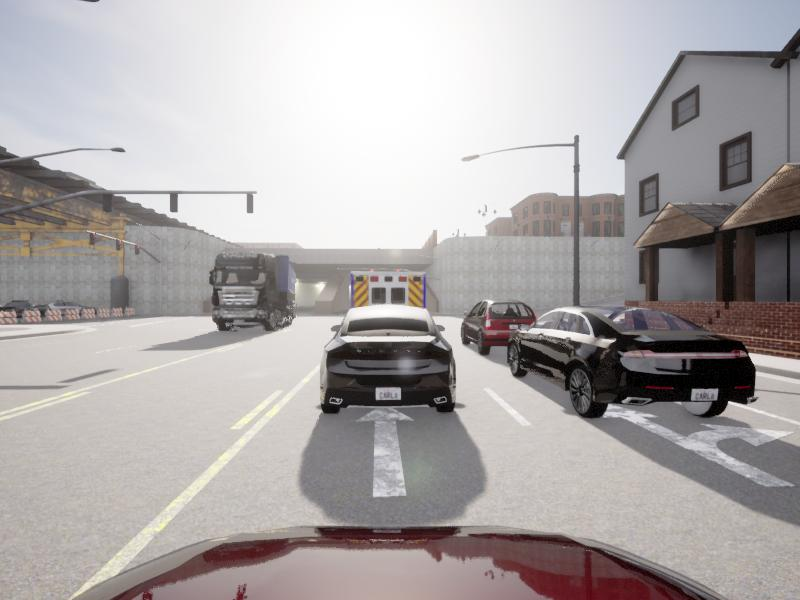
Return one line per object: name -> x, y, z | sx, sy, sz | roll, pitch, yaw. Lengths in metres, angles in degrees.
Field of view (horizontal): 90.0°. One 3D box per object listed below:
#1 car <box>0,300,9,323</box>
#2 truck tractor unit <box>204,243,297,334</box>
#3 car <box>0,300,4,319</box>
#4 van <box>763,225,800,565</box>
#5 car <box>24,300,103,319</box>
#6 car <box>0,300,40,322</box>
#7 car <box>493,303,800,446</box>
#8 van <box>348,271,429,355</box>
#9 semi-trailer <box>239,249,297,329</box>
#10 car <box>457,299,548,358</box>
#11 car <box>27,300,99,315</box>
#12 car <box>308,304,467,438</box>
car -> -28.966, 0.796, 26.003 | 2.038, 1.542, 4.974 | 0, 0, 42
truck tractor unit -> -7.712, -0.520, 21.711 | 3.053, 4.208, 6.516 | 0, 0, -4
car -> -29.000, 0.638, 25.964 | 1.853, 1.218, 4.536 | 0, 0, 42
van -> 3.492, 0.572, 0.423 | 2.069, 2.038, 4.480 | 0, 0, -2
car -> -30.069, 0.796, 35.949 | 2.038, 1.542, 4.974 | 0, 0, 27
car -> -29.116, 0.796, 30.609 | 2.038, 1.542, 4.974 | 0, 0, -38
car -> 3.293, 0.836, 6.852 | 2.128, 1.511, 4.902 | 0, 0, -2
van -> -0.436, 0.378, 14.773 | 2.351, 2.431, 6.366 | 0, 0, -2
semi-trailer -> -9.177, -0.619, 29.472 | 2.717, 4.402, 14.254 | 0, 0, -13
car -> 3.116, 0.788, 13.044 | 1.851, 1.617, 3.988 | 0, 0, -2
car -> -30.092, 0.638, 35.903 | 1.853, 1.218, 4.536 | 0, 0, 27
car -> -0.209, 0.844, 7.073 | 1.837, 1.490, 4.892 | 0, 0, -2
